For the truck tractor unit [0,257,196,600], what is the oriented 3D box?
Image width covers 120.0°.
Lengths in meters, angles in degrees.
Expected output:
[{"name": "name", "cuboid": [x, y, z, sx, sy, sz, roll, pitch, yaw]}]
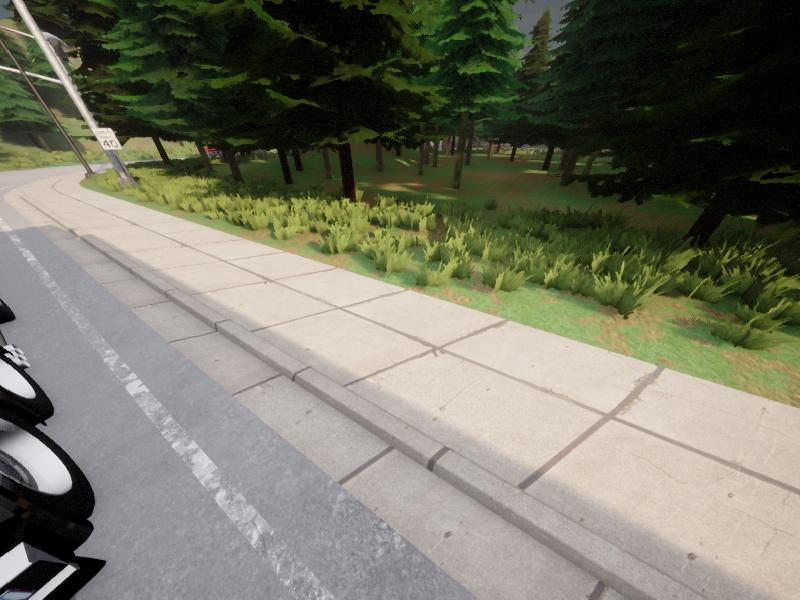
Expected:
[{"name": "truck tractor unit", "cuboid": [-5.099, -0.312, 0.797, 6.516, 4.208, 3.053, 19, 39, 25]}]
